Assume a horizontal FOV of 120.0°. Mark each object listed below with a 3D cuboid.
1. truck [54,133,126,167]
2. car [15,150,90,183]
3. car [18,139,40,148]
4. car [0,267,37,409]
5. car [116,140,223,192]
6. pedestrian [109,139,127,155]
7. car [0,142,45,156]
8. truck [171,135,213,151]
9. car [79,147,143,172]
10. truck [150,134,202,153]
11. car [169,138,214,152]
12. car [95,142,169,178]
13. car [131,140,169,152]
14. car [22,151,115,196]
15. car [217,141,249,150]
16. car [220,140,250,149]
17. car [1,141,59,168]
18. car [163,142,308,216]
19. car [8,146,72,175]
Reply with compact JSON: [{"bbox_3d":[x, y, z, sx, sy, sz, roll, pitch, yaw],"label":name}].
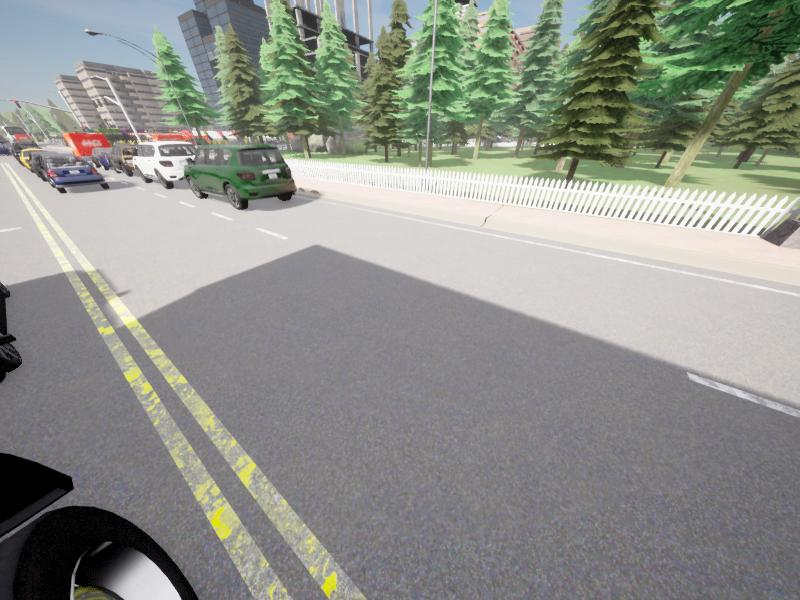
[{"bbox_3d":[-29.378,-14.325,21.909,5.204,2.467,2.627,22,40,27],"label":"truck"},{"bbox_3d":[-21.864,-8.497,14.549,4.193,1.474,1.816,22,40,27],"label":"car"},{"bbox_3d":[-87.211,-36.919,54.307,5.238,1.638,1.930,22,40,27],"label":"car"},{"bbox_3d":[-6.037,0.220,2.300,3.806,1.475,1.970,22,41,28],"label":"car"},{"bbox_3d":[-12.732,-7.551,12.774,5.566,2.045,2.150,22,40,27],"label":"car"},{"bbox_3d":[-39.336,-21.320,32.259,0.751,1.860,0.751,20,39,25],"label":"pedestrian"},{"bbox_3d":[-51.892,-20.078,30.782,4.792,1.488,2.163,-3,35,-5],"label":"car"},{"bbox_3d":[-41.371,-31.443,46.143,2.627,2.467,5.204,20,40,26],"label":"truck"},{"bbox_3d":[-24.114,-11.832,19.265,4.792,1.488,2.163,22,40,27],"label":"car"},{"bbox_3d":[-37.455,-26.339,38.910,2.627,2.467,5.204,21,40,26],"label":"truck"},{"bbox_3d":[-39.282,-29.414,43.635,2.150,2.045,5.566,21,40,26],"label":"car"},{"bbox_3d":[-18.720,-9.857,16.152,4.605,1.855,1.932,22,40,27],"label":"car"},{"bbox_3d":[-45.121,-27.847,41.750,1.851,1.617,3.988,22,41,28],"label":"car"},{"bbox_3d":[-16.644,-6.461,11.626,3.705,1.549,1.789,22,40,27],"label":"car"},{"bbox_3d":[-35.237,-32.792,48.908,2.038,1.542,4.974,21,40,26],"label":"car"},{"bbox_3d":[-36.967,-35.016,51.953,2.033,1.649,4.856,21,40,26],"label":"car"},{"bbox_3d":[-33.446,-13.256,20.876,4.605,1.855,1.932,22,40,27],"label":"car"},{"bbox_3d":[-6.698,-5.162,9.424,5.566,2.045,2.150,21,40,27],"label":"car"},{"bbox_3d":[-27.630,-10.827,17.726,5.366,1.575,1.801,22,40,27],"label":"car"}]
